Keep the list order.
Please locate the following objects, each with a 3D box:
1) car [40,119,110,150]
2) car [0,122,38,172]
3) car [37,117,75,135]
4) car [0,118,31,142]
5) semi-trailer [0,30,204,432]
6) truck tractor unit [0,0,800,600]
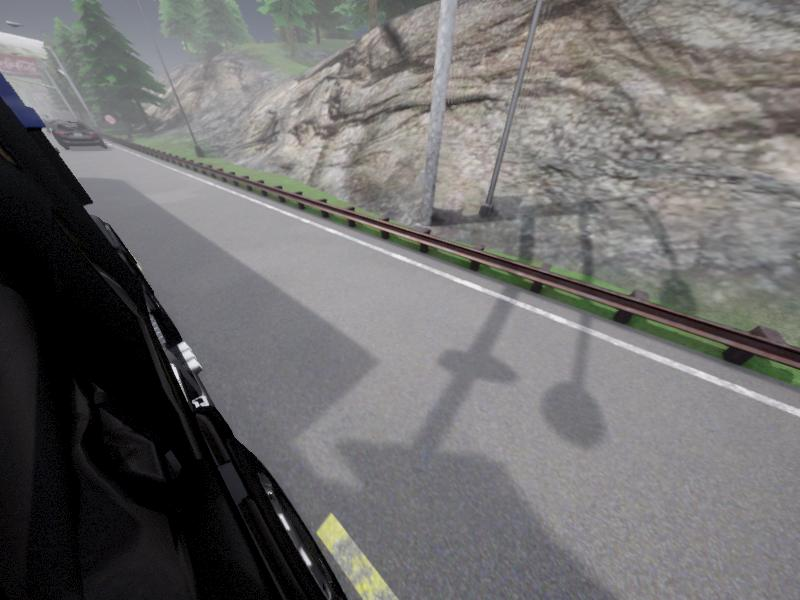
[{"bbox_3d":[-24.665,-12.608,17.550,4.611,1.667,2.242,27,43,29],"label":"car"},{"bbox_3d":[-18.972,-7.066,10.543,4.856,1.649,2.033,26,43,29],"label":"car"},{"bbox_3d":[-41.432,-20.935,27.778,4.892,1.490,1.837,26,43,28],"label":"car"},{"bbox_3d":[-33.777,-14.446,19.570,4.902,1.511,2.128,27,43,28],"label":"car"},{"bbox_3d":[-8.810,-3.526,4.116,14.254,4.402,2.717,27,43,29],"label":"semi-trailer"},{"bbox_3d":[-2.645,-0.295,0.351,6.516,4.208,3.053,28,44,30],"label":"truck tractor unit"}]
